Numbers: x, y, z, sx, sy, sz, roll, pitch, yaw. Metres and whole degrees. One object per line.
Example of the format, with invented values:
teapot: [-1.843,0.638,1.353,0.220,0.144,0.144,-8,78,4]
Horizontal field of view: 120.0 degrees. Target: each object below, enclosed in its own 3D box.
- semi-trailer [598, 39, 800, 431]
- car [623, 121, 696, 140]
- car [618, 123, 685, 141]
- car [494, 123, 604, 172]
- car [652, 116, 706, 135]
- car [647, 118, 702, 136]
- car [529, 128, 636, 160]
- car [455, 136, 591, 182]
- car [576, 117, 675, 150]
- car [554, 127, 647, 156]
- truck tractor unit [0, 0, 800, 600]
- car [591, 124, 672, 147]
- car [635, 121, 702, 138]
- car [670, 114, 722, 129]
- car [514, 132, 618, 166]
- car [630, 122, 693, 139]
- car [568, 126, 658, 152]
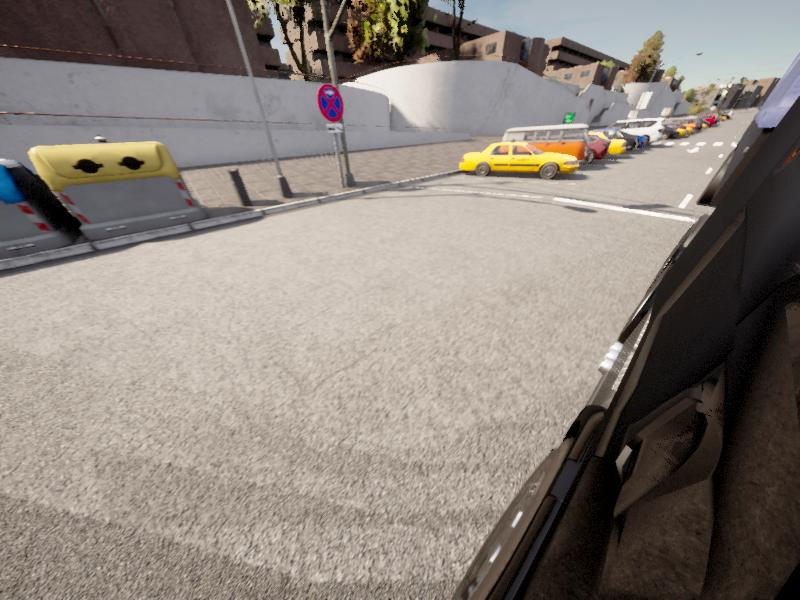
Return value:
semi-trailer: [8.699,-3.599,4.236,14.254,4.402,2.717,-28,44,-30]
car: [30.826,-20.292,27.740,5.366,1.575,1.946,17,40,25]
car: [28.384,-19.101,26.346,4.674,1.452,2.002,17,41,25]
car: [7.919,-8.397,12.755,4.442,1.987,1.878,17,40,25]
car: [42.190,-26.499,35.121,4.442,1.987,1.878,17,40,25]
car: [39.825,-25.230,33.715,4.553,1.767,2.185,17,41,25]
car: [12.232,-10.724,15.981,5.366,1.575,1.946,17,41,25]
car: [5.704,-6.984,11.374,5.366,1.575,1.946,17,40,25]
car: [19.206,-14.520,20.224,5.566,2.045,2.435,17,41,25]
car: [14.682,-11.884,17.386,4.892,1.521,2.231,17,41,25]
truck tractor unit: [2.645,-0.295,0.352,6.516,4.208,3.053,-28,44,-30]
car: [21.526,-15.525,21.861,4.892,1.521,2.231,17,40,25]
car: [35.397,-22.689,30.733,5.366,1.575,1.946,17,40,25]
car: [58.049,-35.099,45.529,5.566,2.045,2.435,17,41,25]
car: [10.085,-9.441,14.448,4.792,1.488,2.163,17,41,25]
car: [32.924,-21.518,29.344,4.792,1.488,2.163,17,41,25]
car: [16.960,-13.104,18.881,5.008,1.535,2.097,17,40,25]
